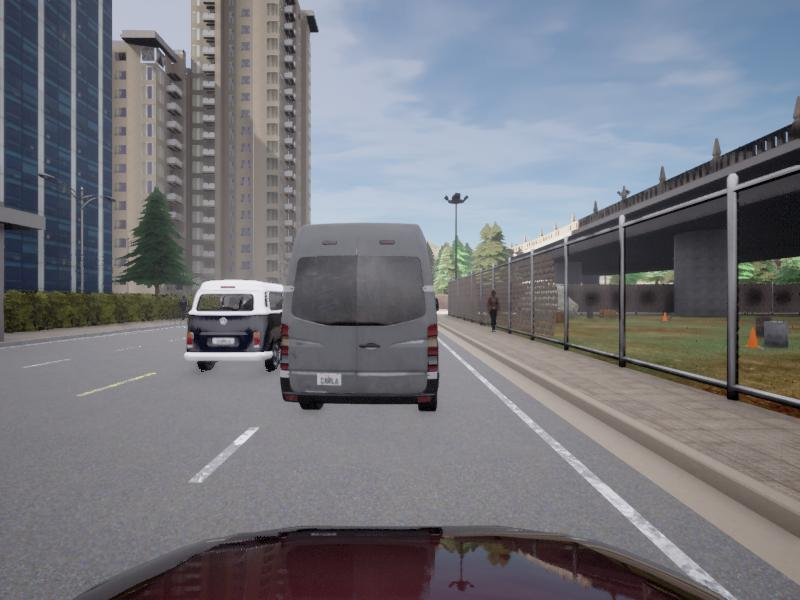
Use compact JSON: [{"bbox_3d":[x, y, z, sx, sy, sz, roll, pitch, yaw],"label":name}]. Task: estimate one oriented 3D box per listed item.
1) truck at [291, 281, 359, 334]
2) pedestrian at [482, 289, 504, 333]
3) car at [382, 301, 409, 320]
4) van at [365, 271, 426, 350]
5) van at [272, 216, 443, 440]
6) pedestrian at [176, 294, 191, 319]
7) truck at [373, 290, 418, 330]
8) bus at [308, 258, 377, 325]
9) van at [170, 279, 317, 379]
[{"bbox_3d":[-3.742,0.356,21.128,2.627,2.467,5.204,0,0,-1],"label":"truck"},{"bbox_3d":[4.011,0.485,17.296,0.751,1.860,0.751,0,0,-4],"label":"pedestrian"},{"bbox_3d":[-0.369,0.837,33.934,2.128,1.511,4.902,0,0,0],"label":"car"},{"bbox_3d":[-0.179,0.323,15.946,1.988,2.561,5.915,0,0,-1],"label":"van"},{"bbox_3d":[-0.353,0.322,7.571,1.988,2.561,5.915,0,0,3],"label":"van"},{"bbox_3d":[-15.968,0.485,29.523,0.751,1.860,0.751,0,0,-2],"label":"pedestrian"},{"bbox_3d":[-0.279,0.543,24.376,2.390,2.098,6.274,0,0,-1],"label":"truck"},{"bbox_3d":[-3.973,-0.535,30.721,3.944,4.253,10.273,0,0,-1],"label":"bus"},{"bbox_3d":[-3.623,0.574,10.325,2.069,2.038,4.480,0,0,0],"label":"van"}]
